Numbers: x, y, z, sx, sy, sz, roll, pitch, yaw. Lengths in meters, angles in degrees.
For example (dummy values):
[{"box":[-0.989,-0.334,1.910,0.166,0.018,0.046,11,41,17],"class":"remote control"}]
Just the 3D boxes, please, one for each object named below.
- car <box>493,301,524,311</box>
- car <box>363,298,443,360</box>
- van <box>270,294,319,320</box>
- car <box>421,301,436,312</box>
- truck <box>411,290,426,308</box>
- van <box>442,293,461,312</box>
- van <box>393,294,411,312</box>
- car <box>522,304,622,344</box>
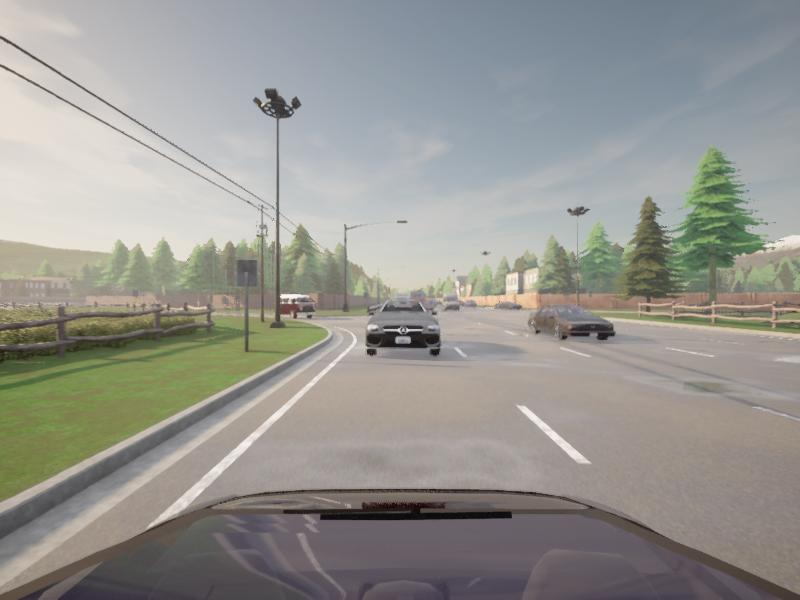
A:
[{"box":[16.911,0.913,62.725,2.033,1.411,5.357,0,0,-18],"class":"car"},{"box":[0.098,0.785,13.203,2.152,1.651,5.027,0,0,0],"class":"car"},{"box":[-9.052,0.581,34.134,2.069,2.038,4.480,0,0,-44],"class":"van"},{"box":[3.818,0.843,54.666,1.845,1.501,3.633,0,0,0],"class":"car"},{"box":[3.997,-0.299,89.087,2.891,3.827,8.468,0,0,0],"class":"truck"},{"box":[7.333,0.340,57.808,1.988,2.561,5.915,0,0,0],"class":"van"},{"box":[0.322,0.394,55.258,2.351,2.431,6.366,0,0,0],"class":"van"},{"box":[7.119,0.900,17.317,2.033,1.411,5.357,0,0,0],"class":"car"}]
